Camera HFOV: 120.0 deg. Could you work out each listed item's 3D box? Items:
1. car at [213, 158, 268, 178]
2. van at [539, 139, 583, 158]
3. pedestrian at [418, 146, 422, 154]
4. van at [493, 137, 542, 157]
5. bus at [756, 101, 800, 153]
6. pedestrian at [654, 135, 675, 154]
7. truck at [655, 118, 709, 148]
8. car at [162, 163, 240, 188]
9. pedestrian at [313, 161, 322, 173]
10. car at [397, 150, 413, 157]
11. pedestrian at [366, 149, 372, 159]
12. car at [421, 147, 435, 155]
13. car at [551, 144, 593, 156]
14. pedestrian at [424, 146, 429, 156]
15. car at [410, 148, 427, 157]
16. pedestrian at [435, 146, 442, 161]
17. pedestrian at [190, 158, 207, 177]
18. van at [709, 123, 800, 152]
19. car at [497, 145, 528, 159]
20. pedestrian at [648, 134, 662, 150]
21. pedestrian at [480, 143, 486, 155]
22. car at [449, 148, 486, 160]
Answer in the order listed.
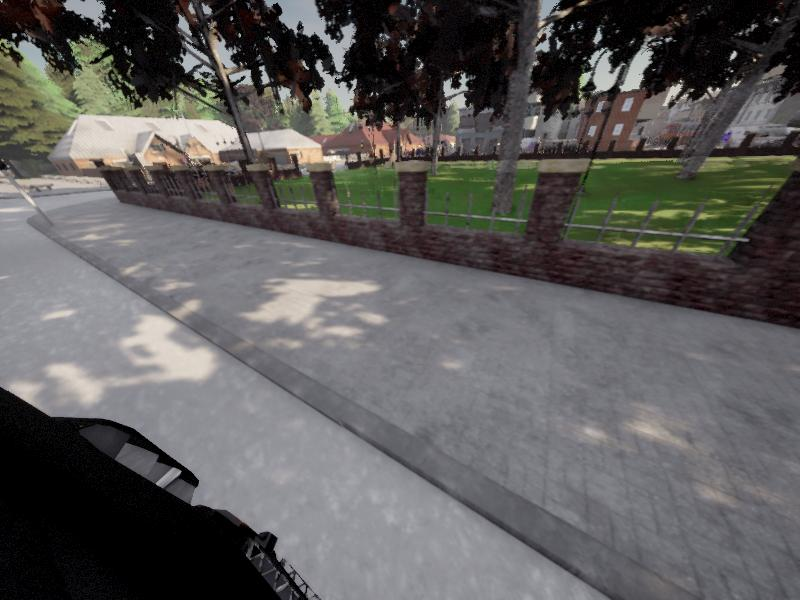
[{"bbox_3d":[-18.617,-15.604,27.284,2.242,1.667,4.611,16,38,27],"label":"car"},{"bbox_3d":[21.921,-20.770,31.680,4.442,1.987,1.775,15,37,24],"label":"van"},{"bbox_3d":[5.858,-44.689,68.698,0.751,1.860,0.751,-26,40,-31],"label":"pedestrian"},{"bbox_3d":[18.829,-24.540,37.178,6.366,2.431,2.351,16,38,26],"label":"van"},{"bbox_3d":[46.288,-17.607,23.129,10.273,4.253,3.944,11,41,18],"label":"bus"},{"bbox_3d":[32.250,-18.918,28.186,0.751,1.860,0.751,5,35,12],"label":"pedestrian"},{"bbox_3d":[48.868,-29.111,40.501,2.891,3.827,8.468,16,38,26],"label":"truck"},{"bbox_3d":[-18.212,-11.694,21.502,1.882,1.535,5.008,16,38,26],"label":"car"},{"bbox_3d":[-9.089,-14.744,25.552,0.500,1.100,0.500,16,38,26],"label":"pedestrian"},{"bbox_3d":[1.248,-35.240,55.534,1.994,1.385,4.181,16,38,26],"label":"car"},{"bbox_3d":[-6.713,-31.404,49.703,0.751,1.860,0.751,19,39,29],"label":"pedestrian"},{"bbox_3d":[8.010,-42.054,65.153,2.163,1.488,4.792,16,38,26],"label":"car"},{"bbox_3d":[25.187,-22.026,33.942,4.718,1.301,1.895,18,39,28],"label":"car"},{"bbox_3d":[5.900,-33.463,51.862,0.751,1.860,0.751,23,41,33],"label":"pedestrian"},{"bbox_3d":[4.303,-33.967,53.238,1.882,1.535,5.008,16,38,26],"label":"car"},{"bbox_3d":[5.765,-22.136,34.841,0.751,1.860,0.751,15,38,25],"label":"pedestrian"},{"bbox_3d":[-23.755,-15.588,27.231,0.751,1.860,0.751,24,42,35],"label":"pedestrian"},{"bbox_3d":[40.663,-18.464,26.396,2.351,2.431,6.366,1,34,6],"label":"van"},{"bbox_3d":[16.774,-22.104,34.486,3.633,1.501,1.845,15,38,25],"label":"car"},{"bbox_3d":[39.003,-24.136,35.305,0.751,1.860,0.751,-29,42,-34],"label":"pedestrian"},{"bbox_3d":[15.442,-27.956,42.829,0.751,1.860,0.751,10,36,18],"label":"pedestrian"},{"bbox_3d":[10.938,-23.875,37.710,5.357,1.411,2.033,17,39,27],"label":"car"}]
